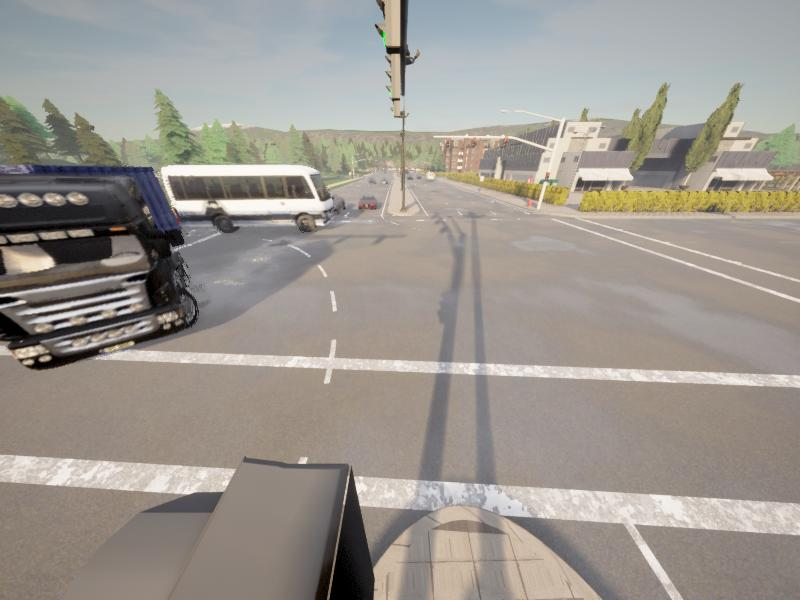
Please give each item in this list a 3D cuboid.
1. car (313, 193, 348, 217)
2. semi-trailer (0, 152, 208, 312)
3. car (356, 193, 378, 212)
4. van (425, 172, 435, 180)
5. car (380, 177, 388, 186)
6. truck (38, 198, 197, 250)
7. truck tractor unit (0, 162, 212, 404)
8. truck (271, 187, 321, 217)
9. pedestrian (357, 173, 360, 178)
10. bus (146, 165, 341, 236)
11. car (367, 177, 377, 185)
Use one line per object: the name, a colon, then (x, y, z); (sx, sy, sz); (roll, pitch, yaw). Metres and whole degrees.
car: (-7.077, -10.026, 24.049); (2.152, 1.651, 5.027); (0, 30, -1)
semi-trailer: (-15.398, -3.094, 9.214); (14.254, 4.402, 2.717); (8, 30, 13)
car: (-3.595, -11.076, 26.121); (1.994, 1.385, 4.181); (-1, 30, -1)
van: (10.621, -44.195, 82.425); (2.351, 2.431, 6.366); (0, 30, -1)
car: (-4.141, -31.048, 60.454); (2.033, 1.649, 4.856); (0, 30, 0)
truck: (-16.282, -4.596, 13.795); (5.204, 2.467, 2.627); (0, 30, 0)
truck tractor unit: (-8.366, -1.480, 6.624); (3.053, 4.208, 6.516); (-21, 36, -34)
truck: (-10.583, -10.385, 24.194); (2.390, 2.098, 6.274); (0, 30, -1)
pedestrian: (-16.568, -49.583, 91.973); (0.751, 1.860, 0.751); (2, 30, 3)
bus: (-10.127, -7.343, 16.774); (10.273, 4.253, 3.944); (-1, 30, -2)
car: (-7.671, -32.579, 63.204); (2.038, 1.542, 4.974); (0, 30, 0)
